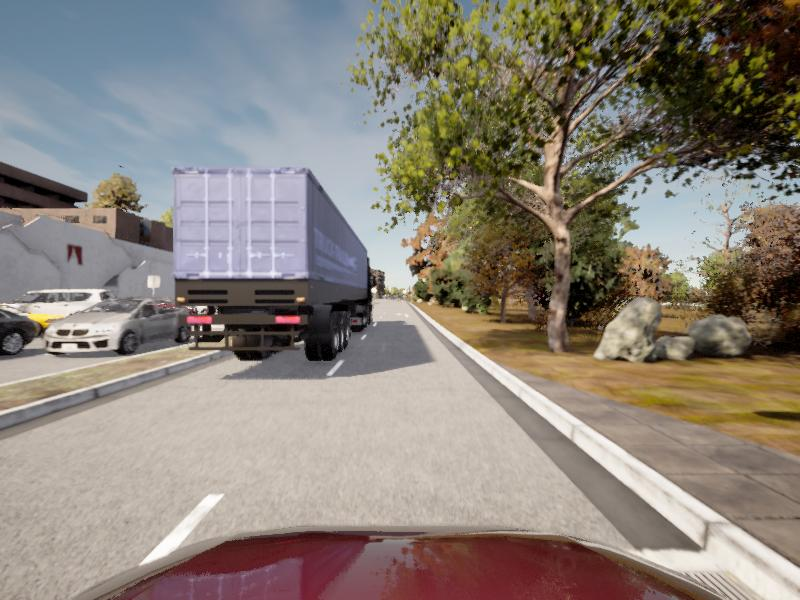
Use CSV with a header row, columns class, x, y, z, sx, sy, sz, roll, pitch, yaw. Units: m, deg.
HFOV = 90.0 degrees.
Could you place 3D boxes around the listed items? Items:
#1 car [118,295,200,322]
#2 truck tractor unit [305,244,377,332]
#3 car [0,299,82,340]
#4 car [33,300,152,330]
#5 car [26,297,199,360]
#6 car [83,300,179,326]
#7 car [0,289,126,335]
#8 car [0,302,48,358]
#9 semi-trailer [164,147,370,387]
class,x,y,z,sx,sy,sz,roll,pitch,yaw
car,-16.855,0.542,28.292,4.553,1.767,2.185,-1,1,-20
truck tractor unit,-3.003,-0.621,22.389,3.053,4.208,6.516,0,1,0
car,-16.659,0.784,16.354,5.366,1.575,1.946,-1,0,-20
car,-16.853,0.767,22.281,4.792,1.488,2.163,-1,1,-20
car,-8.762,0.733,12.887,2.242,1.667,4.611,0,0,0
car,-16.828,0.748,25.305,4.674,1.452,2.002,-1,0,-20
car,-16.858,0.516,19.279,5.566,2.045,2.435,-1,1,-20
car,-11.766,0.834,9.856,1.837,1.490,4.892,0,0,0
semi-trailer,-2.980,-0.654,14.477,2.717,4.402,14.254,0,0,0
